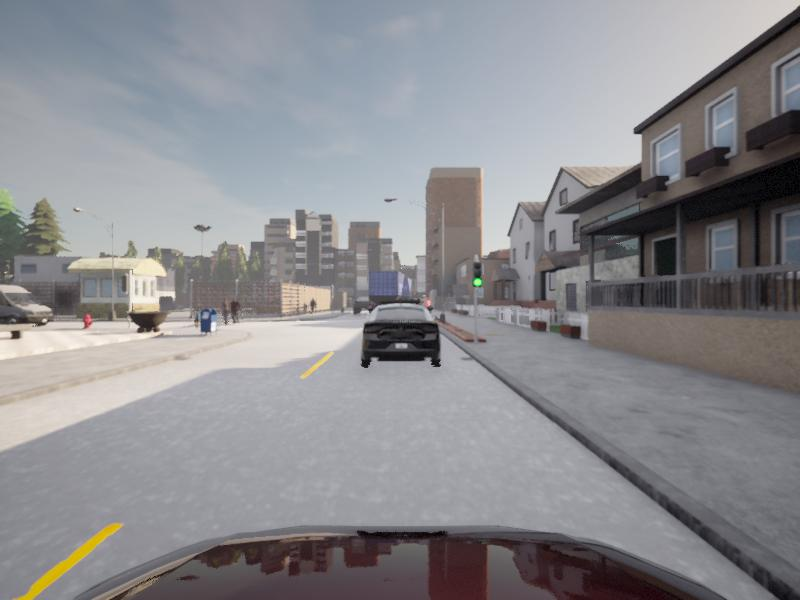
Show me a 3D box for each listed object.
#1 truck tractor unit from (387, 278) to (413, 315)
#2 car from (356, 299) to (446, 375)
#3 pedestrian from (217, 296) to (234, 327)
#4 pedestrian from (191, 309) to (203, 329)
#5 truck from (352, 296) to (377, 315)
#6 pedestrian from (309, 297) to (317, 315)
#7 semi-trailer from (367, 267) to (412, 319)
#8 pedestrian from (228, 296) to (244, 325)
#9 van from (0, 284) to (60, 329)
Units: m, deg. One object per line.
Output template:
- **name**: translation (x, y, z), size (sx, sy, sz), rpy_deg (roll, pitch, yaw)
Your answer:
- **truck tractor unit**: translation (-0.027, -0.418, 48.998), size (3.053, 4.208, 6.516), rpy_deg (0, 0, 0)
- **car**: translation (0.009, 0.789, 11.202), size (1.930, 1.638, 5.238), rpy_deg (0, 0, 0)
- **pedestrian**: translation (-10.549, 0.677, 24.206), size (0.751, 1.860, 0.751), rpy_deg (0, 0, -1)
- **pedestrian**: translation (-11.451, 1.054, 22.573), size (0.500, 1.100, 0.500), rpy_deg (0, 0, -39)
- **truck**: translation (-4.034, 0.618, 46.852), size (2.390, 2.098, 6.274), rpy_deg (0, 0, 0)
- **pedestrian**: translation (-9.265, 0.603, 42.409), size (0.751, 1.860, 0.751), rpy_deg (0, 0, -5)
- **semi-trailer**: translation (-0.662, -0.556, 41.114), size (2.717, 4.402, 14.254), rpy_deg (0, 0, 6)
- **pedestrian**: translation (-10.577, 0.679, 25.838), size (0.751, 1.860, 0.751), rpy_deg (0, 0, 1)
- **van**: translation (-24.014, 0.361, 23.773), size (5.915, 2.561, 1.988), rpy_deg (0, 0, 1)
